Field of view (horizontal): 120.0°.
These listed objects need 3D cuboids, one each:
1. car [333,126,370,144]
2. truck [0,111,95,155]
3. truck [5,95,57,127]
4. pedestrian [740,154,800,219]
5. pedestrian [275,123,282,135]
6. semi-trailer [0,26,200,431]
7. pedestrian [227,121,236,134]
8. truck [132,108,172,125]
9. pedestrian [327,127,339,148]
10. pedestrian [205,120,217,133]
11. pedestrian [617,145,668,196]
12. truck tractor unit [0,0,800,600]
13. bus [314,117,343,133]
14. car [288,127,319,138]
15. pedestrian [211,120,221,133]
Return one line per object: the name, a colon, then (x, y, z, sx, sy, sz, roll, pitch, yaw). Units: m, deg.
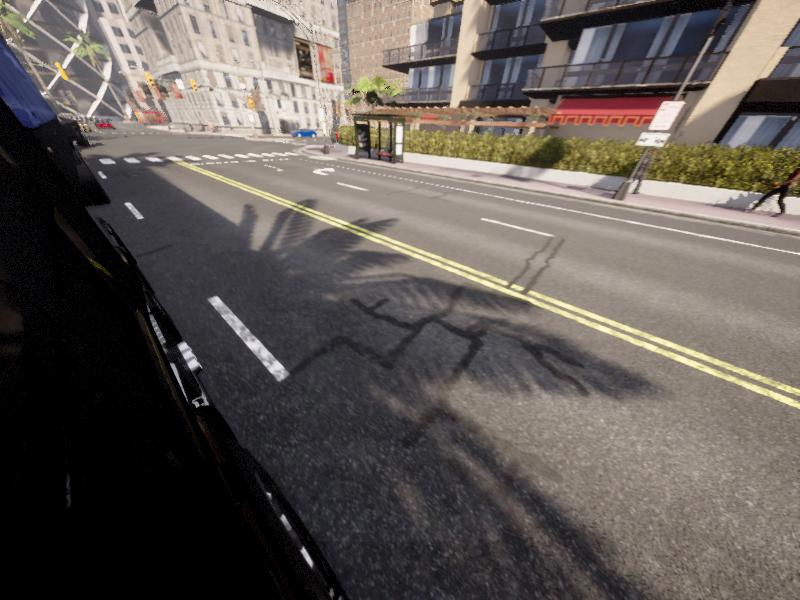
car: (-7.389, -25.590, 35.925, 2.150, 2.045, 5.566, 27, 43, 29)
truck: (-24.322, -11.468, 15.725, 2.390, 2.098, 6.274, -20, 42, -27)
truck: (-62.574, -32.087, 39.480, 8.468, 3.827, 2.891, 30, 44, 31)
pedestrian: (13.315, -3.912, 7.979, 0.751, 1.860, 0.751, 25, 42, 27)
pedestrian: (-24.445, -34.380, 46.478, 0.751, 1.860, 0.751, 31, 45, 33)
semi-trailer: (-8.620, -3.654, 4.308, 14.254, 4.402, 2.717, 29, 44, 31)
pedestrian: (-31.753, -32.581, 43.565, 0.751, 1.860, 0.751, -23, 44, -30)
truck: (-75.858, -56.219, 71.087, 2.891, 3.827, 8.468, 1, 37, -3)
pedestrian: (-7.267, -17.577, 25.001, 0.751, 1.860, 0.751, 11, 37, 11)
pedestrian: (-34.151, -31.341, 41.734, 0.751, 1.860, 0.751, 23, 41, 25)
pedestrian: (10.605, -5.689, 10.190, 0.751, 1.860, 0.751, 26, 43, 28)
truck tractor unit: (-2.645, -0.295, 0.352, 6.516, 4.208, 3.053, 28, 44, 30)
bus: (-25.738, -62.977, 83.198, 10.273, 4.253, 3.944, 28, 43, 30)
car: (-18.318, -31.909, 44.128, 1.882, 1.535, 5.008, 28, 43, 29)
pedestrian: (-32.827, -30.832, 41.137, 0.751, 1.860, 0.751, -24, 44, -31)
